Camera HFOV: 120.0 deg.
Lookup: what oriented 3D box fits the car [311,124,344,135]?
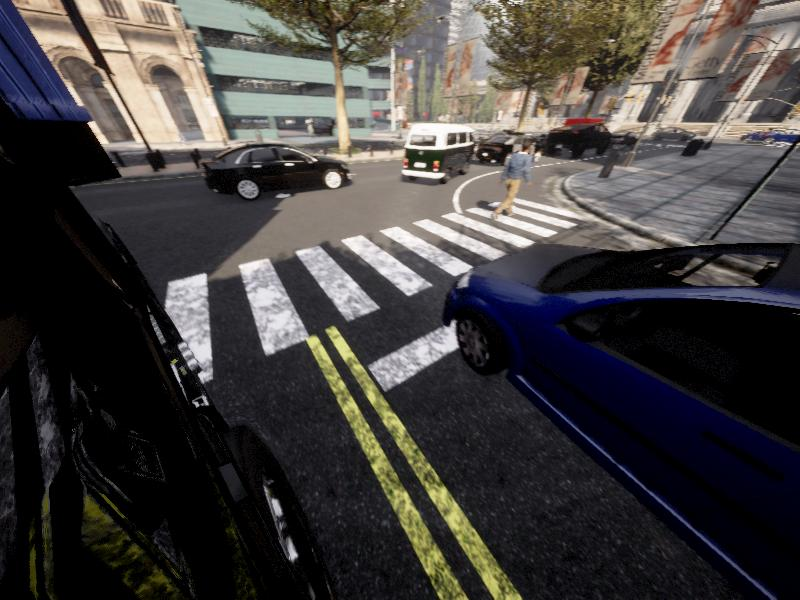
[{"bbox_3d":[-12.699,-29.908,40.536,4.902,1.511,2.128,-23,43,-27],"label":"car"}]

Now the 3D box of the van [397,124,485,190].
[{"bbox_3d":[1.939,-6.657,10.412,2.069,2.038,4.480,21,42,24],"label":"van"}]

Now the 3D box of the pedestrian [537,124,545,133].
[{"bbox_3d":[33.385,-40.676,54.774,0.751,1.860,0.751,-29,47,-33],"label":"pedestrian"}]

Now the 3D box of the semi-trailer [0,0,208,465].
[{"bbox_3d":[-10.145,-1.080,1.111,14.254,4.402,2.717,-1,37,-1],"label":"semi-trailer"}]

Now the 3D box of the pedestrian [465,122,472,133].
[{"bbox_3d":[14.321,-36.221,48.581,0.751,1.860,0.751,-17,41,-21],"label":"pedestrian"}]

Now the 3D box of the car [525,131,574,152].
[{"bbox_3d":[13.962,-14.911,21.653,3.806,1.475,1.970,-22,43,-27],"label":"car"}]

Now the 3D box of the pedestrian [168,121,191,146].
[{"bbox_3d":[-20.073,-15.176,21.055,0.751,1.860,0.751,-22,43,-26],"label":"pedestrian"}]

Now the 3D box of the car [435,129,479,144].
[{"bbox_3d":[7.163,-20.599,29.001,5.357,1.411,2.033,-23,43,-27],"label":"car"}]

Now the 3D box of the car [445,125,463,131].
[{"bbox_3d":[15.835,-50.878,68.184,2.033,1.411,5.357,-22,43,-26],"label":"car"}]

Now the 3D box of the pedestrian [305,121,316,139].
[{"bbox_3d":[-12.075,-23.054,31.311,0.751,1.860,0.751,-28,46,-32],"label":"pedestrian"}]

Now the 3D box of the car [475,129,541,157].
[{"bbox_3d":[8.755,-12.823,18.770,5.238,1.638,1.930,-22,43,-27],"label":"car"}]

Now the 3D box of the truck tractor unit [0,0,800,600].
[{"bbox_3d":[-2.645,-0.295,0.351,6.516,4.208,3.053,28,43,30],"label":"truck tractor unit"}]

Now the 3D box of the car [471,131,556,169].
[{"bbox_3d":[7.139,-9.559,14.539,5.238,1.638,1.930,-22,43,-27],"label":"car"}]

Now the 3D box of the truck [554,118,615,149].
[{"bbox_3d":[19.342,-17.529,24.279,5.204,2.467,2.627,-22,43,-27],"label":"truck"}]

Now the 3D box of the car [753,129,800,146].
[{"bbox_3d":[49.424,-20.517,29.130,2.152,1.651,5.027,-22,43,-27],"label":"car"}]

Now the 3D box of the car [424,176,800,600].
[{"bbox_3d":[2.146,0.482,1.547,1.851,1.617,3.988,-20,42,-25],"label":"car"}]

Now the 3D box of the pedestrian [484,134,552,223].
[{"bbox_3d":[2.903,-3.051,5.871,0.751,1.860,0.751,-18,41,-22],"label":"pedestrian"}]

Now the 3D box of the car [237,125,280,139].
[{"bbox_3d":[-19.932,-23.820,32.665,4.786,1.482,2.161,-23,43,-27],"label":"car"}]

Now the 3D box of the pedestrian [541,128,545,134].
[{"bbox_3d":[33.745,-40.035,54.570,0.500,1.100,0.500,13,40,16],"label":"pedestrian"}]

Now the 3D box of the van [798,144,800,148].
[{"bbox_3d":[48.932,-17.462,24.521,2.351,2.431,6.366,-25,44,-29],"label":"van"}]

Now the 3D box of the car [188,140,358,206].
[{"bbox_3d":[-4.231,-4.798,8.395,4.892,1.490,1.837,-22,43,-27],"label":"car"}]

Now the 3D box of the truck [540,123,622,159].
[{"bbox_3d":[14.380,-12.735,18.340,6.274,2.098,2.390,-22,43,-27],"label":"truck"}]

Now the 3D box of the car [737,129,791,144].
[{"bbox_3d":[50.889,-22.952,32.346,1.789,1.549,3.705,-23,43,-27],"label":"car"}]

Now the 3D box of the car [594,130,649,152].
[{"bbox_3d":[21.504,-15.451,22.398,4.902,1.511,2.128,-22,43,-27],"label":"car"}]

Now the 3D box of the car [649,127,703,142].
[{"bbox_3d":[40.773,-24.570,34.242,2.242,1.667,4.611,-22,43,-27],"label":"car"}]
